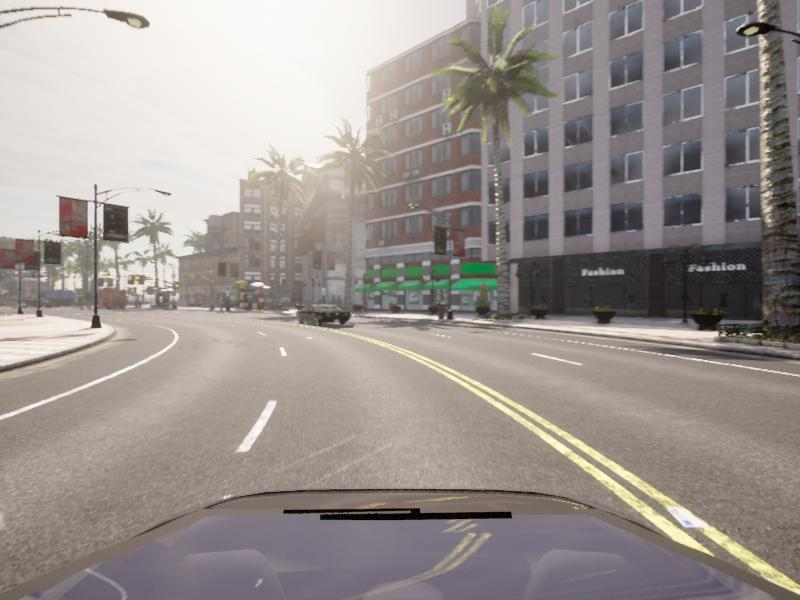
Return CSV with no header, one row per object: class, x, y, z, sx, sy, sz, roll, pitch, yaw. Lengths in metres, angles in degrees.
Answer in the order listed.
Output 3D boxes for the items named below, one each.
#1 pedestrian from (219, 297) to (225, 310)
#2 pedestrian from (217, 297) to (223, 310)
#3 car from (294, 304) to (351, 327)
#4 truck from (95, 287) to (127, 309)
pedestrian,-25.220,0.498,56.637,0.751,1.860,0.751,0,0,-22
pedestrian,-25.713,0.499,57.209,0.751,1.860,0.751,0,0,-17
car,-5.114,0.940,25.990,1.895,1.301,4.718,0,0,-35
truck,-53.329,-0.275,73.674,8.468,3.827,2.891,0,0,40
